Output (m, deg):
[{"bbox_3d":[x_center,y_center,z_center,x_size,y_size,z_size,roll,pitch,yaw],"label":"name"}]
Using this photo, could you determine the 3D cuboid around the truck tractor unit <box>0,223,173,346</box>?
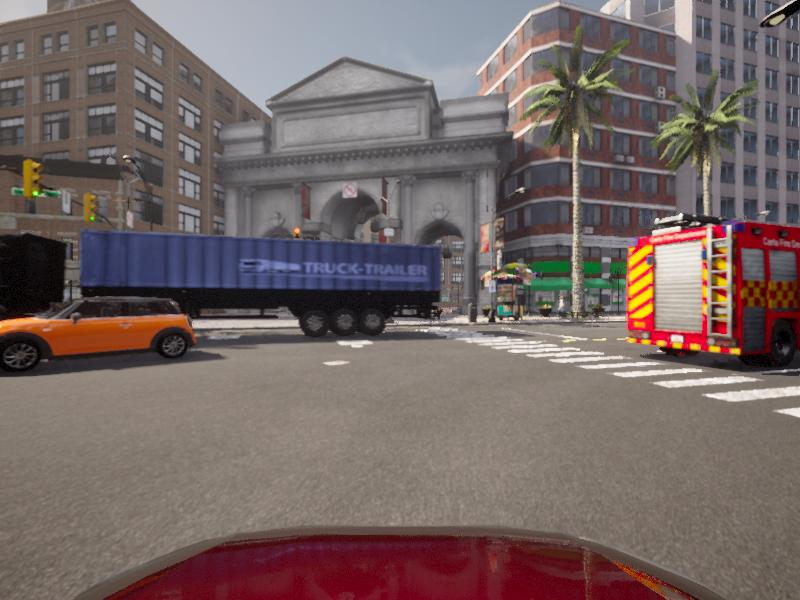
[{"bbox_3d":[-12.830,-0.524,15.473,6.516,4.208,3.053,0,0,-16],"label":"truck tractor unit"}]

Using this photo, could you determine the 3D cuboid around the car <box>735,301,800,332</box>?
[{"bbox_3d":[20.853,0.836,21.635,4.514,1.525,2.007,0,0,-16],"label":"car"}]

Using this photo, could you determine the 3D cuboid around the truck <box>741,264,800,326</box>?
[{"bbox_3d":[28.076,-0.311,27.207,8.468,3.827,2.891,0,0,-12],"label":"truck"}]

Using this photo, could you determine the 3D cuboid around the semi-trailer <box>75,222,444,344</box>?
[{"bbox_3d":[-5.228,-0.617,17.677,14.254,4.402,2.717,0,0,-16],"label":"semi-trailer"}]

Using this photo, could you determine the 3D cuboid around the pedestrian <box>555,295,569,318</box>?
[{"bbox_3d":[13.083,0.493,32.287,0.751,1.860,0.751,0,0,-14],"label":"pedestrian"}]

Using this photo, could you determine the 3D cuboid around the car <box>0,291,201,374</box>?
[{"bbox_3d":[-7.950,0.695,10.396,4.553,1.767,2.097,0,0,-43],"label":"car"}]

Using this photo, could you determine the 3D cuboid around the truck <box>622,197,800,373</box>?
[{"bbox_3d":[10.779,-0.317,11.542,8.468,3.827,2.891,0,0,-21],"label":"truck"}]
